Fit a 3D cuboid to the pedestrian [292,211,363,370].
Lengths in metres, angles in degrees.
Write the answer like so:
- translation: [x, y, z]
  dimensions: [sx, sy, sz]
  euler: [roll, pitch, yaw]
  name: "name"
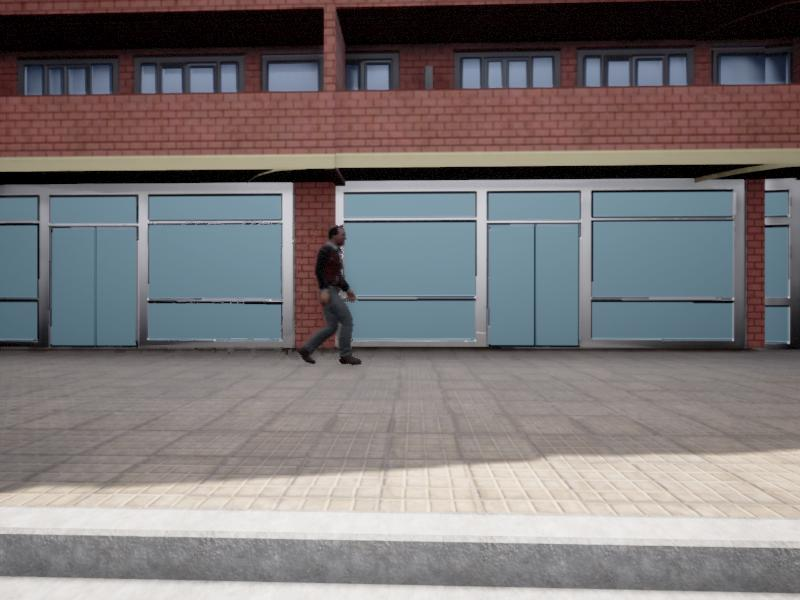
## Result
- translation: [-0.886, -0.115, 5.064]
  dimensions: [0.751, 1.860, 0.751]
  euler: [0, 0, 2]
  name: "pedestrian"
